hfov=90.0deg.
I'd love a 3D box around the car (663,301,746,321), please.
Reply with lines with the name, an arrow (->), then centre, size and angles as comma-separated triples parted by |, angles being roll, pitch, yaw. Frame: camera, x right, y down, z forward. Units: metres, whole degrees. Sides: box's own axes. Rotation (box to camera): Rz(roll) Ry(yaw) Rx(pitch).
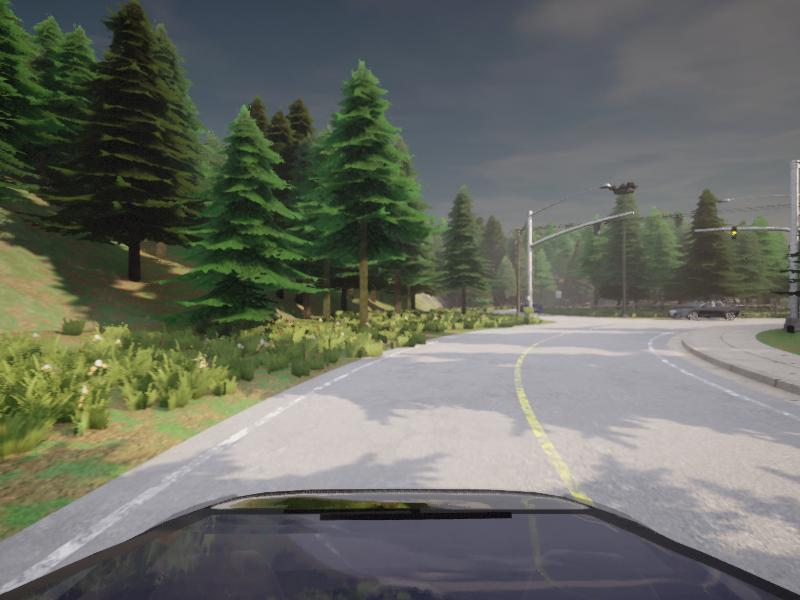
car -> 23.422, 0.808, 30.933 | 4.902, 1.511, 2.128 | 0, 0, -3

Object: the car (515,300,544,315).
car -> 14.514, 0.807, 45.119 | 1.882, 1.535, 5.008 | -1, 0, 2
